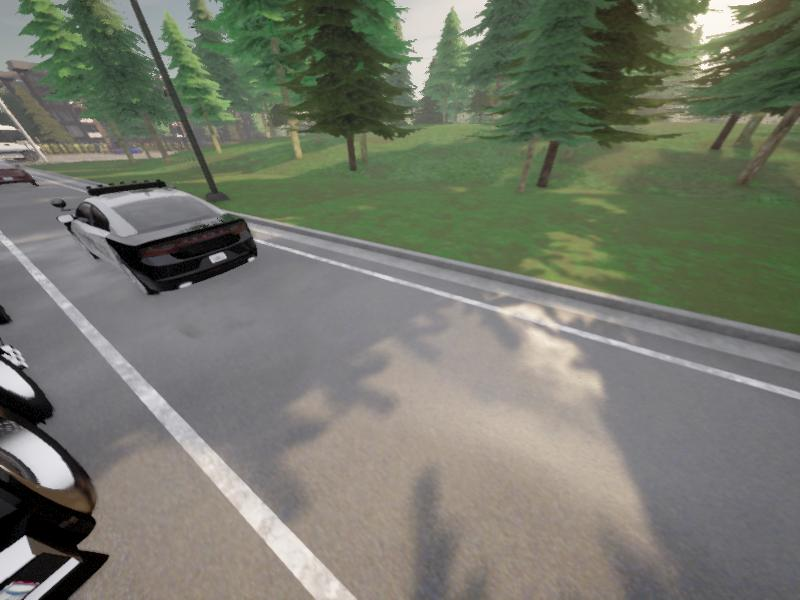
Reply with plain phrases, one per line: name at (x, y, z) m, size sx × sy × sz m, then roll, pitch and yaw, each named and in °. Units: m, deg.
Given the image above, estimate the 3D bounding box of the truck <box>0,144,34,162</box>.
truck at (-57.954, -20.703, 32.609) m, size 2.390 × 2.098 × 6.274 m, roll 18°, pitch 39°, yaw 25°

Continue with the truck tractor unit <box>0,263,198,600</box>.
truck tractor unit at (-5.119, -0.289, 0.784) m, size 6.516 × 4.208 × 3.053 m, roll 18°, pitch 39°, yaw 24°

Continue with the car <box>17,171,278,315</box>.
car at (-5.427, -1.640, 5.001) m, size 5.238 × 1.638 × 1.930 m, roll 18°, pitch 39°, yaw 24°

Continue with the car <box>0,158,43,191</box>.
car at (-24.684, -7.803, 14.255) m, size 4.674 × 1.442 × 1.812 m, roll 18°, pitch 39°, yaw 24°

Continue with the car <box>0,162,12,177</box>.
car at (-34.951, -11.221, 19.113) m, size 5.238 × 1.638 × 1.930 m, roll 18°, pitch 39°, yaw 24°

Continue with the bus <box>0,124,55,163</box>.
bus at (-55.349, -20.328, 30.154) m, size 3.944 × 4.253 × 10.273 m, roll 18°, pitch 39°, yaw 25°
